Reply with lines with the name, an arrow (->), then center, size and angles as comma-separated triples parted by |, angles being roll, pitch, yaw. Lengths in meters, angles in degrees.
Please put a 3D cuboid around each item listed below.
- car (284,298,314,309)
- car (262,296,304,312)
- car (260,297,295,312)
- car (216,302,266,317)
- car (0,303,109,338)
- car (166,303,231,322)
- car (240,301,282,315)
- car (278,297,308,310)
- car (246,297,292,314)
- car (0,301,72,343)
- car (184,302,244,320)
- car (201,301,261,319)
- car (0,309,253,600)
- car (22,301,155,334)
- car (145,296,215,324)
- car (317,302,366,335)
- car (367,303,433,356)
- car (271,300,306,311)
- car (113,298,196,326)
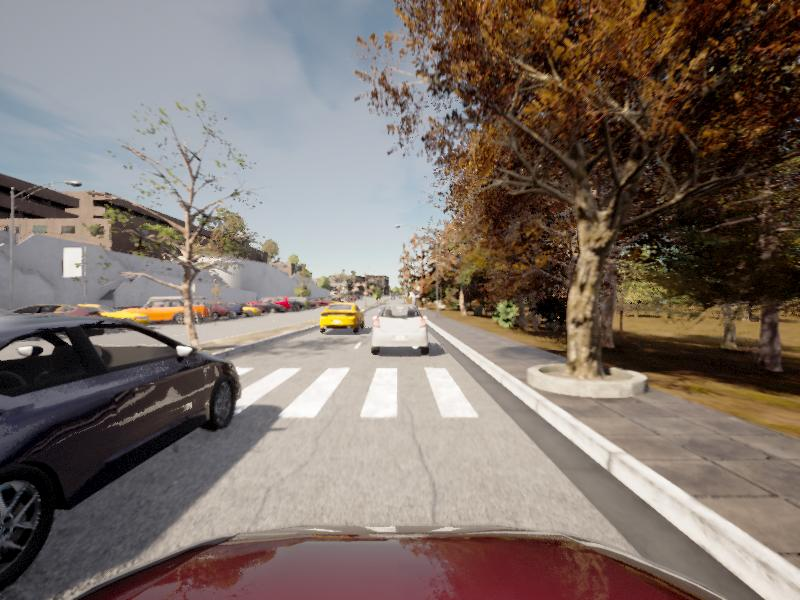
car -> -16.841, 0.605, 66.554 | 4.553, 1.767, 2.185 | -1, 1, -20
car -> -16.851, 0.564, 57.610 | 5.566, 2.045, 2.435 | -1, 0, -20
car -> -16.769, 0.616, 54.658 | 4.442, 1.987, 1.878 | -1, 0, -20
car -> -16.851, 0.959, 42.689 | 4.792, 1.488, 2.163 | -1, 0, -20
car -> -16.914, 0.924, 18.788 | 4.792, 1.488, 2.163 | -1, 0, -20
car -> -16.877, 0.987, 33.720 | 4.674, 1.452, 2.002 | -1, 0, -20
car -> -16.872, 0.933, 48.646 | 4.674, 1.452, 2.002 | -1, 1, -20
car -> -16.982, 0.535, 63.519 | 4.442, 1.987, 1.878 | -1, 1, -20
car -> -16.904, 0.620, 51.614 | 5.566, 2.045, 2.435 | -1, 1, -20
car -> -16.716, 0.873, 15.884 | 5.366, 1.575, 1.946 | -1, 0, -20
car -> -16.907, 0.979, 36.692 | 4.792, 1.488, 2.163 | -1, 0, -20
car -> -16.708, 0.935, 39.761 | 5.366, 1.575, 1.946 | -1, 0, -20
car -> -3.002, 0.859, 3.606 | 1.816, 1.474, 4.193 | 0, 0, 0
car -> -16.713, 0.905, 21.850 | 5.366, 1.575, 1.946 | -1, -1, -20
car -> -16.778, 0.719, 30.788 | 4.442, 1.987, 1.878 | -1, -1, -20
car -> -3.006, 0.894, 21.486 | 1.882, 1.535, 5.008 | 0, 0, 0
car -> -0.003, 0.855, 13.104 | 1.845, 1.501, 3.633 | 0, 0, 0
car -> -16.865, 0.789, 60.581 | 4.892, 1.521, 2.231 | -1, 1, -20
car -> -16.857, 0.811, 27.760 | 4.553, 1.767, 2.185 | -1, 0, -20
